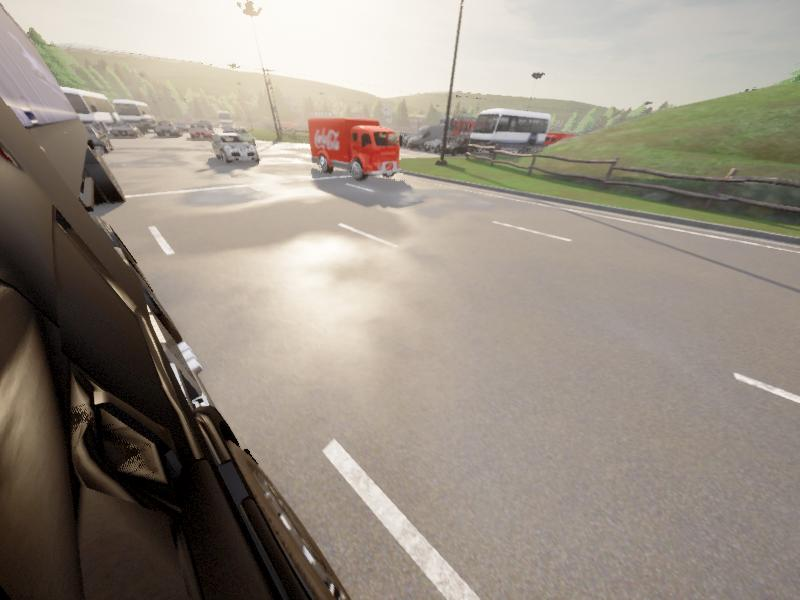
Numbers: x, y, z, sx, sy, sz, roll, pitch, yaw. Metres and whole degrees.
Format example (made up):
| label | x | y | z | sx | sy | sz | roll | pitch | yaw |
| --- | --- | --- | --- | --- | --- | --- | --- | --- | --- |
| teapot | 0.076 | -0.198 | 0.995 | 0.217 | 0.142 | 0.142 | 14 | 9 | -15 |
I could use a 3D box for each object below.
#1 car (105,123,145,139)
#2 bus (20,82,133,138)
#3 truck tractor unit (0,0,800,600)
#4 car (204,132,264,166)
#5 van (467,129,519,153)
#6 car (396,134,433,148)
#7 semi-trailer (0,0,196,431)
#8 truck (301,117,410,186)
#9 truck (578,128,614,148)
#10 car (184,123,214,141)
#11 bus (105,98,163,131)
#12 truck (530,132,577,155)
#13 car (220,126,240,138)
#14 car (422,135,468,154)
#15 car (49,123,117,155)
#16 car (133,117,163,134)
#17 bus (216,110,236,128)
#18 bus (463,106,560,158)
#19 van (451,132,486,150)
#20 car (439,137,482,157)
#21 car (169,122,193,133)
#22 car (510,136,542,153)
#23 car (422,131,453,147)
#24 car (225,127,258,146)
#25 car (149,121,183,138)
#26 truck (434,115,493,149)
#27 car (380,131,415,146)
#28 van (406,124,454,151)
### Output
| label | x | y | z | sx | sy | sz | roll | pitch | yaw |
| --- | --- | --- | --- | --- | --- | --- | --- | --- | --- |
| car | -31.716 | -19.619 | 26.774 | 1.994 | 1.385 | 4.181 | -20 | 42 | -27 |
| bus | -36.993 | -22.146 | 27.407 | 3.944 | 4.253 | 10.273 | -19 | 42 | -26 |
| truck tractor unit | -2.645 | -0.295 | 0.352 | 6.516 | 4.208 | 3.053 | 28 | 44 | 30 |
| car | -10.664 | -9.765 | 14.829 | 1.970 | 1.475 | 3.806 | -28 | 46 | -34 |
| van | 12.335 | -21.073 | 30.678 | 6.366 | 2.431 | 2.351 | -18 | 42 | -26 |
| car | 1.974 | -22.146 | 32.229 | 4.892 | 1.490 | 1.837 | -19 | 42 | -26 |
| semi-trailer | -8.439 | -3.768 | 4.469 | 14.254 | 4.402 | 2.717 | 31 | 45 | 32 |
| truck | -2.340 | -7.828 | 11.945 | 5.204 | 2.467 | 2.627 | 31 | 45 | 33 |
| truck | 50.822 | -41.840 | 59.824 | 8.468 | 3.827 | 2.891 | -18 | 42 | -26 |
| car | -25.391 | -21.400 | 29.320 | 2.242 | 1.667 | 4.611 | -20 | 42 | -27 |
| bus | -48.888 | -34.390 | 43.051 | 3.944 | 4.253 | 10.273 | -18 | 42 | -25 |
| truck | 21.110 | -21.577 | 31.883 | 5.204 | 2.467 | 2.627 | -19 | 42 | -26 |
| car | -26.445 | -26.177 | 35.904 | 1.994 | 1.385 | 4.181 | -19 | 42 | -26 |
| car | 5.307 | -18.406 | 27.322 | 5.027 | 1.651 | 2.152 | -18 | 42 | -26 |
| car | -21.088 | -10.866 | 15.572 | 1.789 | 1.549 | 3.705 | -25 | 45 | -32 |
| car | -39.032 | -27.123 | 35.927 | 1.905 | 1.878 | 3.866 | -18 | 41 | -25 |
| bus | -56.124 | -58.271 | 74.605 | 3.944 | 4.253 | 10.273 | -18 | 41 | -25 |
| bus | 12.982 | -19.472 | 27.046 | 10.273 | 4.253 | 3.944 | -18 | 42 | -26 |
| van | 9.748 | -22.485 | 32.773 | 4.442 | 1.987 | 1.775 | -18 | 42 | -26 |
| car | 6.429 | -16.327 | 24.621 | 3.988 | 1.617 | 1.851 | -18 | 42 | -26 |
| car | -38.330 | -30.319 | 40.596 | 2.163 | 1.488 | 4.792 | -18 | 41 | -25 |
| car | 18.537 | -22.934 | 34.021 | 3.866 | 1.878 | 1.905 | -18 | 42 | -26 |
| car | 6.012 | -26.098 | 37.465 | 4.605 | 1.855 | 1.932 | -18 | 42 | -26 |
| car | -17.622 | -18.204 | 25.653 | 2.007 | 1.525 | 4.514 | -23 | 44 | -30 |
| car | -30.322 | -22.250 | 30.139 | 2.242 | 1.667 | 4.611 | -19 | 42 | -27 |
| truck | 9.721 | -25.655 | 35.482 | 8.468 | 3.827 | 2.891 | -18 | 42 | -26 |
| car | -0.321 | -23.899 | 34.283 | 4.611 | 1.667 | 2.242 | -19 | 42 | -26 |
| van | 3.840 | -20.731 | 29.577 | 5.915 | 2.561 | 1.988 | -18 | 42 | -26 |
